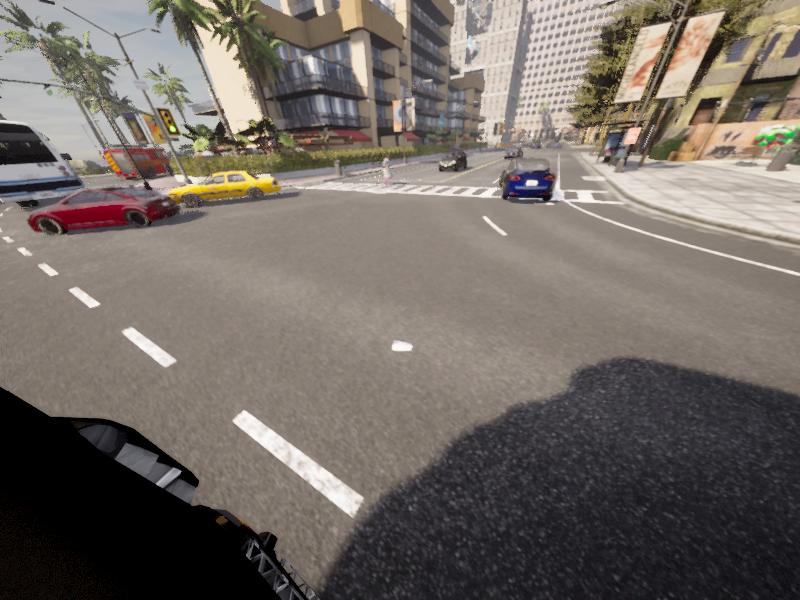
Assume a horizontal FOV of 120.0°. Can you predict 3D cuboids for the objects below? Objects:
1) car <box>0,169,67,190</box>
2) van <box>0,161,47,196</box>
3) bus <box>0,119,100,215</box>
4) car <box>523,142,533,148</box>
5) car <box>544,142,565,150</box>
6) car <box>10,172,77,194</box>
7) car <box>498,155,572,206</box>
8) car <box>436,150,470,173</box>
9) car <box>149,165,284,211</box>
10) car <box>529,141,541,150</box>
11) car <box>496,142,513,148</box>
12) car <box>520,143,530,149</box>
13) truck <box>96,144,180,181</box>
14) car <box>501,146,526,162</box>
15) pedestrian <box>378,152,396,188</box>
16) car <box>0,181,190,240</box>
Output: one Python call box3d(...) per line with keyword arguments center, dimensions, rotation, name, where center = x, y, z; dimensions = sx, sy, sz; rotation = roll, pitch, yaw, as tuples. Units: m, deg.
box3d(center=(-44.890, -14.768, 28.171), dimensions=(2.152, 1.651, 5.027), rotation=(-11, 34, -11), name="car")
box3d(center=(-38.489, -11.595, 22.079), dimensions=(1.988, 2.561, 5.915), rotation=(-17, 36, -20), name="van")
box3d(center=(-24.928, -9.006, 15.585), dimensions=(10.273, 4.253, 3.944), rotation=(24, 42, 34), name="bus")
box3d(center=(41.606, -50.464, 75.207), dimensions=(2.152, 1.651, 5.027), rotation=(15, 38, 25), name="car")
box3d(center=(35.708, -35.714, 53.473), dimensions=(2.033, 1.411, 5.357), rotation=(2, 34, 8), name="car")
box3d(center=(-34.731, -11.558, 22.686), dimensions=(1.970, 1.475, 3.806), rotation=(-20, 37, -24), name="car")
box3d(center=(5.838, -5.721, 10.734), dimensions=(2.163, 1.488, 4.792), rotation=(9, 35, 17), name="car")
box3d(center=(5.037, -13.162, 21.852), dimensions=(1.851, 1.617, 3.988), rotation=(15, 38, 25), name="car")
box3d(center=(-9.444, -6.233, 12.613), dimensions=(5.366, 1.575, 1.801), rotation=(-15, 35, -17), name="car")
box3d(center=(33.932, -38.787, 58.024), dimensions=(2.033, 1.649, 4.856), rotation=(15, 38, 25), name="car")
box3d(center=(36.432, -53.928, 80.630), dimensions=(1.801, 1.575, 5.366), rotation=(-17, 36, -20), name="car")
box3d(center=(36.891, -45.662, 68.324), dimensions=(1.994, 1.385, 4.181), rotation=(15, 38, 25), name="car")
box3d(center=(-35.732, -19.296, 32.260), dimensions=(2.891, 3.827, 8.468), rotation=(-10, 34, -10), name="truck")
box3d(center=(15.012, -19.313, 30.492), dimensions=(2.033, 1.411, 5.357), rotation=(15, 38, 25), name="car")
box3d(center=(-0.798, -8.128, 14.483), dimensions=(0.751, 1.860, 0.751), rotation=(15, 38, 25), name="pedestrian")
box3d(center=(-11.406, -3.595, 8.999), dimensions=(4.181, 1.385, 1.994), rotation=(-9, 34, -9), name="car")
